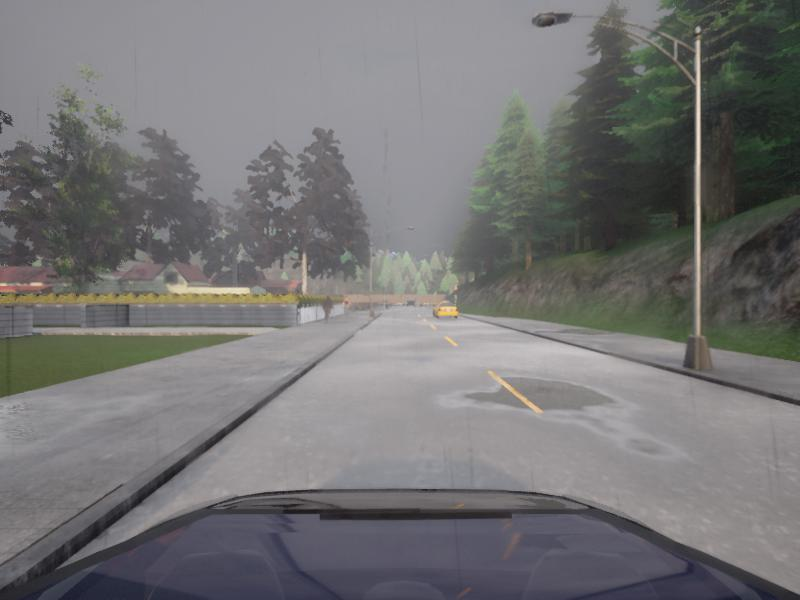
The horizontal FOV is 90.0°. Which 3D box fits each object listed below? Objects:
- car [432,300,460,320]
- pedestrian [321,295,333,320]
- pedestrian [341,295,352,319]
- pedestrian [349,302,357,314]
[{"bbox_3d":[4.002,0.823,35.552,1.801,1.575,5.366,0,0,0],"label":"car"},{"bbox_3d":[-5.362,0.549,29.551,0.751,1.860,0.751,0,0,-1],"label":"pedestrian"},{"bbox_3d":[-4.219,0.550,31.605,0.751,1.860,0.751,0,0,6],"label":"pedestrian"},{"bbox_3d":[-5.138,0.828,43.724,0.751,1.300,0.751,0,0,0],"label":"pedestrian"}]
